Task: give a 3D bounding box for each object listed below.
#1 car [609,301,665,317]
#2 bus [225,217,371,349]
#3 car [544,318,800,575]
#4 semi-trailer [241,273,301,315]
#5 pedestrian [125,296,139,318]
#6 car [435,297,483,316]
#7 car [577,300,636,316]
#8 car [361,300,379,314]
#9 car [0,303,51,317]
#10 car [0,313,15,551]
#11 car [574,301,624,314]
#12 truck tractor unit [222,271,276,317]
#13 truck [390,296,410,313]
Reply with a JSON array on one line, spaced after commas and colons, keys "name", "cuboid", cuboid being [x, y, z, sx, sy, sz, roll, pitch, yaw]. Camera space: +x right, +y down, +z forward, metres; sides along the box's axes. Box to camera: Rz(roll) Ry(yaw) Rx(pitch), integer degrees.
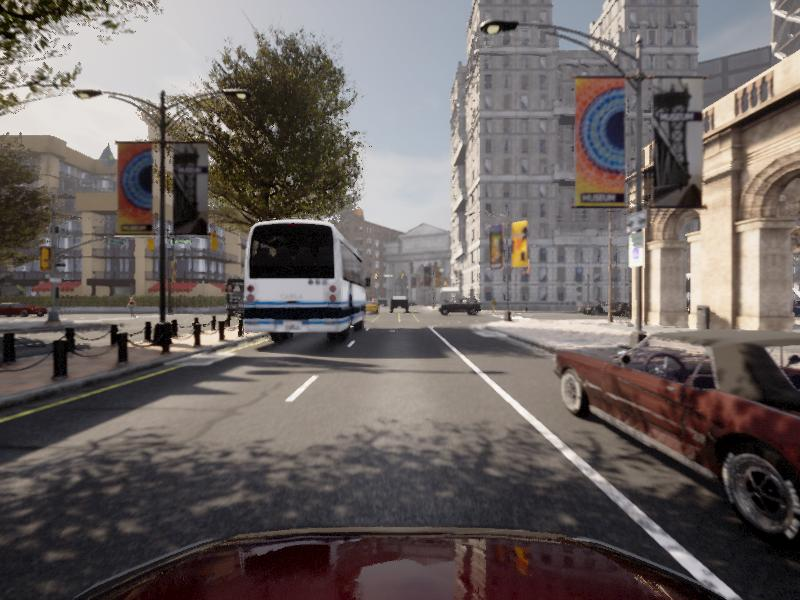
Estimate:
[{"name": "car", "cuboid": [22.189, 0.839, 37.572, 4.193, 1.474, 1.816, 0, 0, 0]}, {"name": "bus", "cuboid": [-3.637, -0.541, 17.948, 3.944, 4.253, 10.273, 0, 0, 0]}, {"name": "car", "cuboid": [3.251, 0.937, 3.996, 1.895, 1.301, 4.718, 0, 0, 0]}, {"name": "semi-trailer", "cuboid": [-15.047, -0.637, 48.343, 2.717, 4.402, 14.254, 0, 0, 0]}, {"name": "pedestrian", "cuboid": [-23.314, 0.623, 34.798, 0.751, 1.860, 0.751, 0, 0, 9]}, {"name": "car", "cuboid": [6.022, 0.636, 40.951, 4.605, 1.855, 1.932, 0, 0, 0]}, {"name": "car", "cuboid": [21.111, 0.810, 41.054, 4.974, 1.542, 2.038, 0, 0, 0]}, {"name": "car", "cuboid": [-3.552, 0.782, 48.628, 1.801, 1.575, 5.366, 0, 0, 0]}, {"name": "car", "cuboid": [-35.639, 0.929, 37.167, 4.718, 1.301, 1.895, 0, 0, 0]}, {"name": "car", "cuboid": [-3.415, 0.824, 0.787, 1.845, 1.501, 3.633, 0, 0, -1]}, {"name": "car", "cuboid": [22.162, 0.852, 44.556, 4.674, 1.442, 1.812, 0, 0, 0]}, {"name": "truck tractor unit", "cuboid": [-15.039, -0.539, 40.429, 3.053, 4.208, 6.516, 0, 0, 0]}, {"name": "truck", "cuboid": [-0.056, 0.521, 51.160, 2.390, 2.098, 6.274, 0, 0, 0]}]
